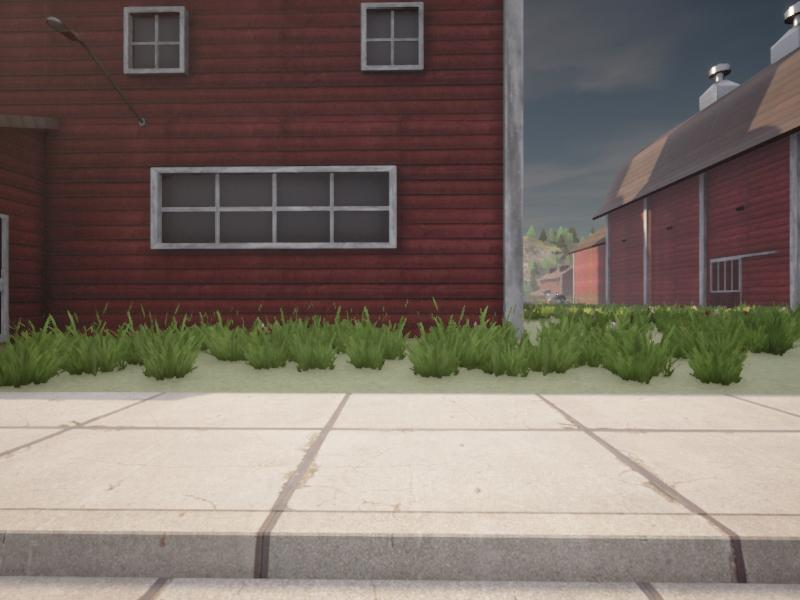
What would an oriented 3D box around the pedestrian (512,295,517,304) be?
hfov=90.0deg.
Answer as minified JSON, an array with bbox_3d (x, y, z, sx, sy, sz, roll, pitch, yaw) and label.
[{"bbox_3d":[21.472,-0.087,75.323,0.751,1.860,0.751,0,0,2],"label":"pedestrian"}]

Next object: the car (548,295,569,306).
[{"bbox_3d":[25.794,0.084,65.329,1.905,1.878,3.866,0,0,1],"label":"car"}]
